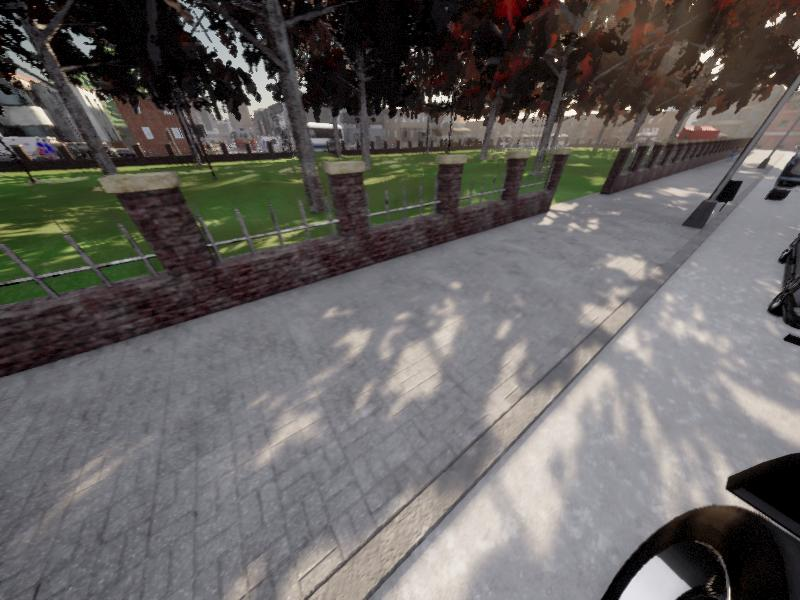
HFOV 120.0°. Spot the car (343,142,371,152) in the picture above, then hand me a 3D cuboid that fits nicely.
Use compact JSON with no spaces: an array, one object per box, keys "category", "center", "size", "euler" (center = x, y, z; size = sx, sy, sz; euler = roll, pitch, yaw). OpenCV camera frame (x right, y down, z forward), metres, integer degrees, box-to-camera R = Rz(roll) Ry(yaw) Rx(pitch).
[{"category":"car","center":[-8.092,-28.899,43.640],"size":[4.674,1.442,1.812],"euler":[-22,41,-28]}]

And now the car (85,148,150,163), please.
[{"category":"car","center":[-34.362,-17.830,28.350],"size":[4.718,1.301,1.895],"euler":[-20,40,-25]}]

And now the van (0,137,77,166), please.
[{"category":"van","center":[-40.740,-15.937,24.751],"size":[6.366,2.431,2.351],"euler":[-22,41,-28]}]

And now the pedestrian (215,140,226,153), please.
[{"category":"pedestrian","center":[-30.888,-26.429,39.764],"size":[0.751,1.860,0.751],"euler":[-11,37,-15]}]

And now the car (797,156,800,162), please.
[{"category":"car","center":[42.641,-15.041,23.362],"size":[5.238,1.638,1.930],"euler":[-22,41,-28]}]

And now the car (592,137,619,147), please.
[{"category":"car","center":[47.872,-36.723,53.789],"size":[1.905,1.878,3.866],"euler":[-22,41,-28]}]

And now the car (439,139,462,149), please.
[{"category":"car","center":[10.994,-34.058,50.382],"size":[4.605,1.855,1.932],"euler":[-22,41,-28]}]

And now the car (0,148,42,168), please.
[{"category":"car","center":[-38.354,-13.623,22.231],"size":[3.633,1.501,1.845],"euler":[-23,41,-29]}]

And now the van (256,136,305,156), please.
[{"category":"van","center":[-18.632,-24.156,36.181],"size":[6.366,2.431,2.351],"euler":[11,38,16]}]

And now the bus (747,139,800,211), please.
[{"category":"bus","center":[19.054,-6.335,9.003],"size":[10.273,4.253,3.944],"euler":[-22,41,-28]}]

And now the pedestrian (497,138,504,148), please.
[{"category":"pedestrian","center":[22.385,-35.098,51.524],"size":[0.751,1.860,0.751],"euler":[-24,41,-29]}]

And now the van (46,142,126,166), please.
[{"category":"van","center":[-33.394,-15.787,24.850],"size":[4.442,1.987,1.775],"euler":[-24,41,-29]}]

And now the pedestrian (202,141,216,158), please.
[{"category":"pedestrian","center":[-26.093,-20.536,31.570],"size":[0.751,1.860,0.751],"euler":[25,42,31]}]

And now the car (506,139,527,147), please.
[{"category":"car","center":[32.984,-44.660,65.639],"size":[2.097,1.767,4.553],"euler":[-22,41,-28]}]

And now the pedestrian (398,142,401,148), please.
[{"category":"pedestrian","center":[-0.108,-35.065,52.366],"size":[0.500,1.100,0.500],"euler":[-23,41,-28]}]

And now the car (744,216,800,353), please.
[{"category":"car","center":[7.562,-0.534,3.376],"size":[5.357,1.411,2.033],"euler":[-22,41,-28]}]

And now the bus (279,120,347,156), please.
[{"category":"bus","center":[-14.298,-27.638,39.570],"size":[3.944,4.253,10.273],"euler":[25,41,25]}]

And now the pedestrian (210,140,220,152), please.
[{"category":"pedestrian","center":[-35.280,-29.455,44.090],"size":[0.751,1.860,0.751],"euler":[-24,42,-29]}]

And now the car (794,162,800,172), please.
[{"category":"car","center":[31.562,-10.601,16.961],"size":[3.866,1.878,1.905],"euler":[-23,41,-28]}]

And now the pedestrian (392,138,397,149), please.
[{"category":"pedestrian","center":[-1.137,-34.981,51.598],"size":[0.751,1.860,0.751],"euler":[-27,43,-32]}]

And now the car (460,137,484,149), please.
[{"category":"car","center":[16.594,-36.290,53.342],"size":[5.566,2.045,2.150],"euler":[-24,42,-30]}]

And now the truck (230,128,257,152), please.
[{"category":"truck","center":[-32.890,-33.581,48.443],"size":[2.891,3.827,8.468],"euler":[-22,41,-28]}]

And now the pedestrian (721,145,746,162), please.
[{"category":"pedestrian","center":[31.297,-13.720,21.673],"size":[0.751,1.300,0.751],"euler":[-22,41,-28]}]
